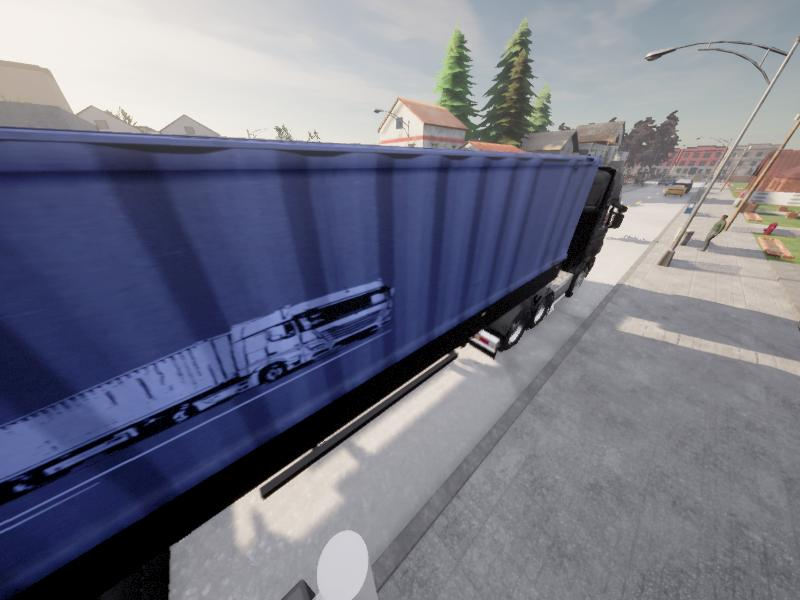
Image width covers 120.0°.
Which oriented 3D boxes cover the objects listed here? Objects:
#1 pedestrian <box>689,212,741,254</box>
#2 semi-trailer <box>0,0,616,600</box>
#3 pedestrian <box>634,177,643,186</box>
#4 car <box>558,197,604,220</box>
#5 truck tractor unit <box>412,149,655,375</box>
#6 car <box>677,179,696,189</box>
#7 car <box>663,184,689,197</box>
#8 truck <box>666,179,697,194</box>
[{"bbox_3d":[16.017,-3.428,11.827,0.751,1.860,0.751,20,35,30],"label":"pedestrian"},{"bbox_3d":[-2.234,0.667,2.428,14.254,4.402,2.717,-23,37,-34],"label":"semi-trailer"},{"bbox_3d":[54.492,-27.062,52.761,0.751,1.860,0.751,-19,35,-29],"label":"pedestrian"},{"bbox_3d":[16.976,-8.670,21.653,4.181,1.385,1.994,-23,37,-34],"label":"car"},{"bbox_3d":[3.832,-1.790,6.880,6.516,4.208,3.053,-23,37,-34],"label":"truck tractor unit"},{"bbox_3d":[60.421,-24.417,48.690,3.988,1.617,1.851,-22,37,-33],"label":"car"},{"bbox_3d":[43.629,-17.307,36.445,5.008,1.535,1.882,-23,37,-34],"label":"car"},{"bbox_3d":[49.349,-19.950,40.461,6.274,2.098,2.390,-23,37,-34],"label":"truck"}]
